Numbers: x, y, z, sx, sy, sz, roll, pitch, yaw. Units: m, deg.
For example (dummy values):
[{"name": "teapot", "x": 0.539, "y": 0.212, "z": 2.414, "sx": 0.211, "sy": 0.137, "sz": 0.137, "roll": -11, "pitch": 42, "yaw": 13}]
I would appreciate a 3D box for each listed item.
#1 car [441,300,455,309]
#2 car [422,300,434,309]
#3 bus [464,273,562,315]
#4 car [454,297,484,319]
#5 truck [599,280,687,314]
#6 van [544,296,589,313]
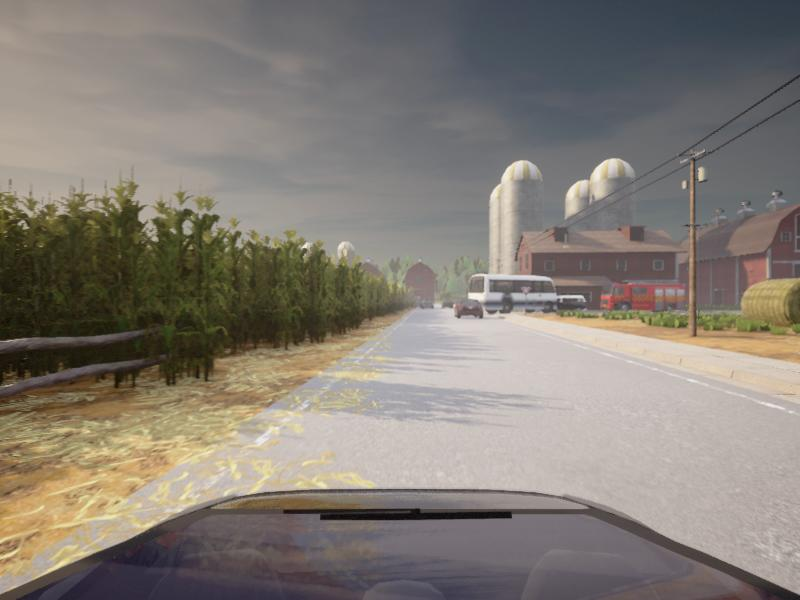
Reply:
[{"name": "car", "x": 8.432, "y": 0.791, "z": 70.833, "sx": 1.837, "sy": 1.490, "sz": 4.892, "roll": 0, "pitch": 0, "yaw": 0}, {"name": "car", "x": 4.811, "y": 0.772, "z": 68.925, "sx": 2.038, "sy": 1.542, "sz": 4.974, "roll": 0, "pitch": 0, "yaw": 3}, {"name": "bus", "x": 12.554, "y": -0.586, "z": 44.180, "sx": 10.273, "sy": 4.253, "sz": 3.944, "roll": 0, "pitch": 0, "yaw": -24}, {"name": "car", "x": 5.898, "y": 0.669, "z": 34.657, "sx": 2.097, "sy": 1.767, "sz": 4.553, "roll": 0, "pitch": 0, "yaw": 4}, {"name": "truck", "x": 28.391, "y": -0.373, "z": 46.982, "sx": 8.468, "sy": 3.827, "sz": 2.891, "roll": 0, "pitch": 0, "yaw": 3}, {"name": "van", "x": 19.659, "y": 0.514, "z": 47.470, "sx": 4.480, "sy": 2.038, "sz": 2.069, "roll": 0, "pitch": 0, "yaw": 4}]
